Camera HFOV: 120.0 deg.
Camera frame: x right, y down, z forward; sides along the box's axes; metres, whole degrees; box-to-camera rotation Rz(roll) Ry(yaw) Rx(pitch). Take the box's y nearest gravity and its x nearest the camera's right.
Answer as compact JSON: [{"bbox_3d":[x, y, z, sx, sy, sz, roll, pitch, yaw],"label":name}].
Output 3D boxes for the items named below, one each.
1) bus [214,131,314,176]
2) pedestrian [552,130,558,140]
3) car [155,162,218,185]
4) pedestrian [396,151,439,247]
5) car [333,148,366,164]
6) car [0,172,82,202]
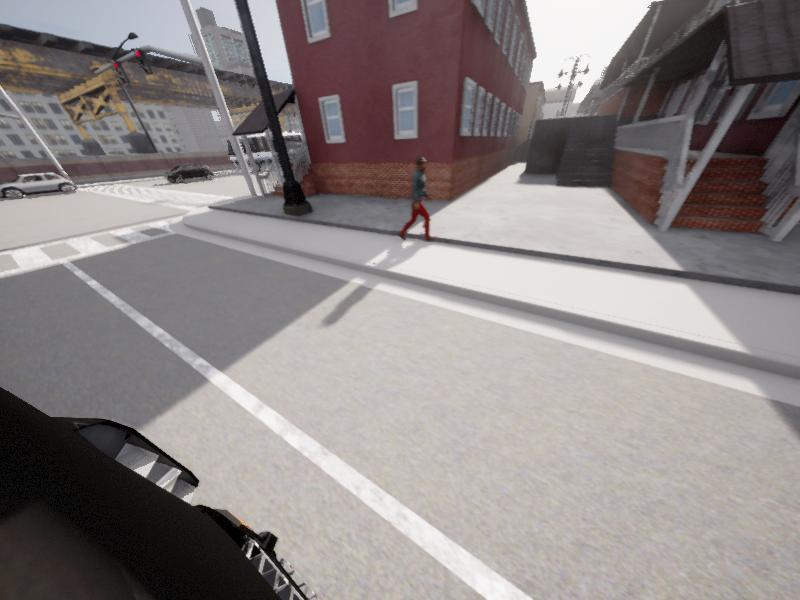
[{"bbox_3d":[-17.399,-19.874,30.964,3.944,4.253,10.273,16,40,26],"label":"bus"},{"bbox_3d":[38.684,-41.192,57.643,0.751,1.860,0.751,16,38,26],"label":"pedestrian"},{"bbox_3d":[-20.199,-12.138,22.061,1.789,1.549,3.705,16,38,26],"label":"car"},{"bbox_3d":[0.418,-2.253,5.253,0.751,1.860,0.751,6,35,12],"label":"pedestrian"},{"bbox_3d":[-8.308,-24.204,38.799,2.150,2.045,5.566,16,38,26],"label":"car"},{"bbox_3d":[-27.598,-8.627,17.407,1.970,1.475,3.806,16,38,26],"label":"car"}]
